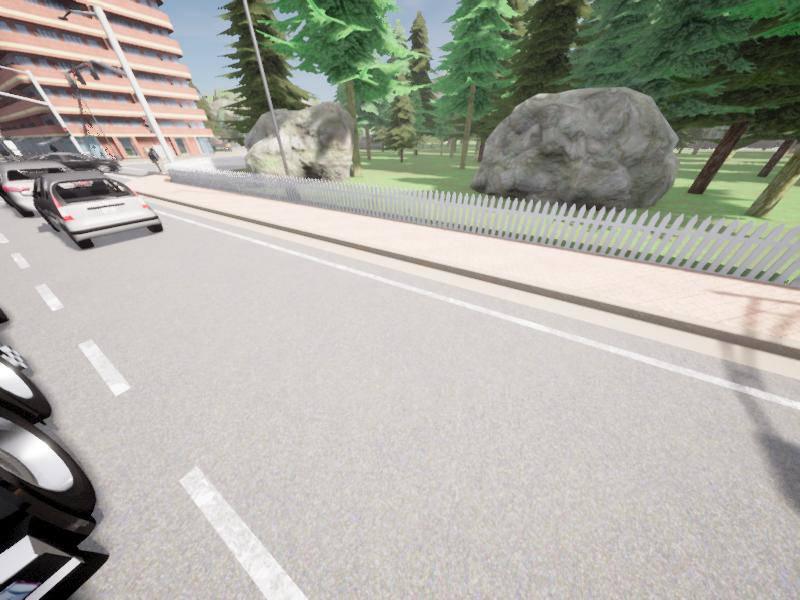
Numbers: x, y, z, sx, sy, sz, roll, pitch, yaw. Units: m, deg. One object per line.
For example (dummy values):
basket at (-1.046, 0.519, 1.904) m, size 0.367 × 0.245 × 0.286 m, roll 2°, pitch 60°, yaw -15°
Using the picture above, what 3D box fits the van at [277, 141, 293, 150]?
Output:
van at (-29.938, -40.129, 59.987) m, size 1.775 × 1.987 × 4.442 m, roll -29°, pitch 44°, yaw -34°

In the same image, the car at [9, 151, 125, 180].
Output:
car at (-25.537, -10.654, 18.114) m, size 4.892 × 1.490 × 1.837 m, roll -28°, pitch 44°, yaw -32°

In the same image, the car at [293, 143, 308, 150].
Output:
car at (-26.451, -40.702, 61.225) m, size 1.816 × 1.474 × 4.193 m, roll -29°, pitch 44°, yaw -34°

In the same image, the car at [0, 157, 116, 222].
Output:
car at (-14.318, -4.614, 9.263) m, size 4.611 × 1.667 × 2.242 m, roll 19°, pitch 39°, yaw 25°

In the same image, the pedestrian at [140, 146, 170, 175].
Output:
pedestrian at (-18.657, -10.644, 17.648) m, size 0.751 × 1.860 × 0.751 m, roll 24°, pitch 41°, yaw 30°

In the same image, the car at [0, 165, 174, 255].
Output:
car at (-8.949, -2.776, 6.641) m, size 3.988 × 1.617 × 1.851 m, roll 18°, pitch 39°, yaw 25°

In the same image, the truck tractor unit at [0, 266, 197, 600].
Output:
truck tractor unit at (-5.115, -0.296, 0.776) m, size 6.516 × 4.208 × 3.053 m, roll 18°, pitch 39°, yaw 24°
